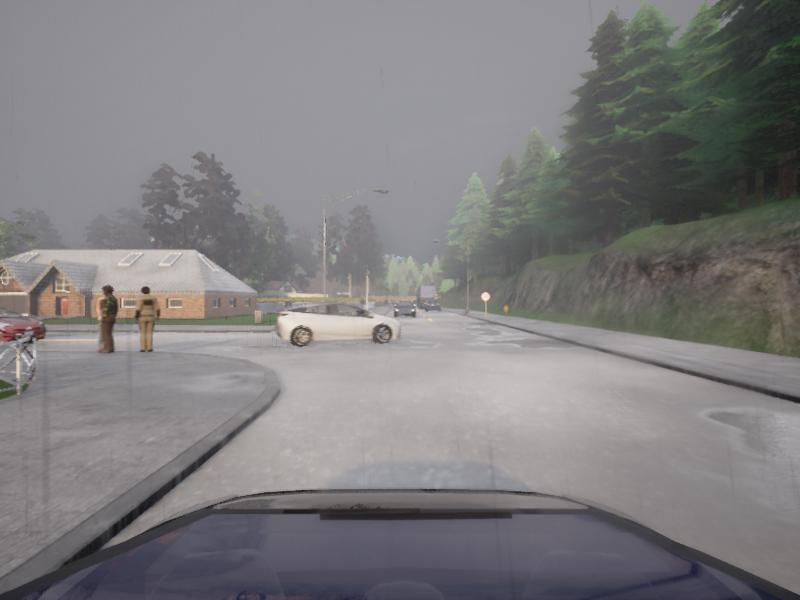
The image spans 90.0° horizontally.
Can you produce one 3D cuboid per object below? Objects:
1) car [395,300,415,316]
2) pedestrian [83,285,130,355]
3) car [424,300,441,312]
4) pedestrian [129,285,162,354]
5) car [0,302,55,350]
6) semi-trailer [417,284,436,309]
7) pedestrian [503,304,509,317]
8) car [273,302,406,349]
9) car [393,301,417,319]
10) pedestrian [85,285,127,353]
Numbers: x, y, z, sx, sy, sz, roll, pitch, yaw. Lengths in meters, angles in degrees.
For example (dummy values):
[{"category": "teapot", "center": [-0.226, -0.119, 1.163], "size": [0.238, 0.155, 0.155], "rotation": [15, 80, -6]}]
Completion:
[{"category": "car", "center": [0.539, 0.795, 44.223], "size": [2.152, 1.651, 5.027], "rotation": [0, 0, 1]}, {"category": "pedestrian", "center": [-8.021, 0.521, 10.972], "size": [0.751, 1.860, 0.751], "rotation": [0, 0, -3]}, {"category": "car", "center": [4.690, 0.775, 58.140], "size": [2.242, 1.667, 4.611], "rotation": [0, 0, 1]}, {"category": "pedestrian", "center": [-7.140, 0.521, 11.248], "size": [0.751, 1.860, 0.751], "rotation": [0, 0, -31]}, {"category": "car", "center": [-14.907, 0.834, 13.684], "size": [4.514, 1.525, 2.007], "rotation": [0, 0, 1]}, {"category": "semi-trailer", "center": [4.890, -0.593, 76.428], "size": [2.717, 4.402, 14.254], "rotation": [0, 0, 1]}, {"category": "pedestrian", "center": [9.370, 0.924, 35.312], "size": [0.500, 1.100, 0.500], "rotation": [0, 0, 9]}, {"category": "car", "center": [-2.254, 0.834, 14.663], "size": [4.514, 1.525, 2.007], "rotation": [0, 0, -19]}, {"category": "car", "center": [0.460, 0.838, 37.120], "size": [2.038, 1.542, 4.974], "rotation": [0, 0, 1]}, {"category": "pedestrian", "center": [-8.399, 0.529, 11.445], "size": [0.751, 1.860, 0.751], "rotation": [0, 0, 33]}]
